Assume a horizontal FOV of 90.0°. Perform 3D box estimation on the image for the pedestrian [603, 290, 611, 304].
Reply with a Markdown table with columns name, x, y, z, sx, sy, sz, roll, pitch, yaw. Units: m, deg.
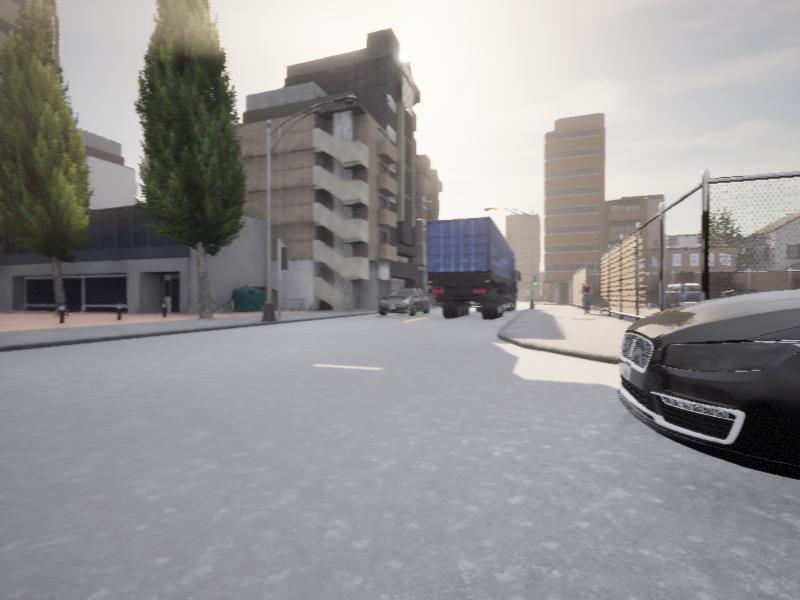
| name | x | y | z | sx | sy | sz | roll | pitch | yaw |
| --- | --- | --- | --- | --- | --- | --- | --- | --- | --- |
| pedestrian | 26.588 | -0.409 | 51.378 | 0.751 | 1.860 | 0.751 | 0 | 0 | 4 |

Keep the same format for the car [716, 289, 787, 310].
| name | x | y | z | sx | sy | sz | roll | pitch | yaw |
| --- | --- | --- | --- | --- | --- | --- | --- | --- | --- |
| car | 26.765 | -0.064 | 30.616 | 3.705 | 1.547 | 1.789 | 0 | 0 | 20 |

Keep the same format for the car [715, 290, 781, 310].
| name | x | y | z | sx | sy | sz | roll | pitch | yaw |
| --- | --- | --- | --- | --- | --- | --- | --- | --- | --- |
| car | 26.605 | 0.007 | 30.844 | 2.033 | 1.415 | 5.357 | 0 | 0 | 20 |

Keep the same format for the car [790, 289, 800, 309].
| name | x | y | z | sx | sy | sz | roll | pitch | yaw |
| --- | --- | --- | --- | --- | --- | --- | --- | --- | --- |
| car | 31.151 | -0.051 | 29.661 | 1.845 | 1.501 | 3.633 | 0 | 0 | 20 |

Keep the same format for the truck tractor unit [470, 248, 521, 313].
| name | x | y | z | sx | sy | sz | roll | pitch | yaw |
| --- | --- | --- | --- | --- | --- | --- | --- | --- | --- |
| truck tractor unit | 7.289 | -1.313 | 29.827 | 3.053 | 4.208 | 6.516 | 0 | 1 | 20 |

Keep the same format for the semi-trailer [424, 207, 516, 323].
| name | x | y | z | sx | sy | sz | roll | pitch | yaw |
| --- | --- | --- | --- | --- | --- | --- | --- | --- | --- |
| semi-trailer | 4.634 | -1.365 | 22.368 | 2.717 | 4.402 | 14.254 | 0 | 0 | 20 |

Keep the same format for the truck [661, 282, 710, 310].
| name | x | y | z | sx | sy | sz | roll | pitch | yaw |
| --- | --- | --- | --- | --- | --- | --- | --- | --- | --- |
| truck | 22.929 | -0.311 | 32.326 | 2.069 | 2.038 | 4.478 | 0 | 0 | 20 |

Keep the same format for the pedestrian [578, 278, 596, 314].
| name | x | y | z | sx | sy | sz | roll | pitch | yaw |
| --- | --- | --- | --- | --- | --- | --- | --- | --- | --- |
| pedestrian | 9.668 | -0.205 | 20.727 | 0.751 | 1.860 | 0.751 | 0 | 0 | 19 |

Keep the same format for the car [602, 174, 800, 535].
| name | x | y | z | sx | sy | sz | roll | pitch | yaw |
| --- | --- | --- | --- | --- | --- | --- | --- | --- | --- |
| car | 3.822 | 0.223 | 1.906 | 4.892 | 1.490 | 1.837 | 0 | 0 | 18 |

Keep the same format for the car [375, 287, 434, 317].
| name | x | y | z | sx | sy | sz | roll | pitch | yaw |
| --- | --- | --- | --- | --- | --- | --- | --- | --- | --- |
| car | 0.380 | 0.087 | 22.425 | 2.007 | 1.525 | 4.514 | 0 | 0 | 19 |

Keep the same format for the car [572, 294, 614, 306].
| name | x | y | z | sx | sy | sz | roll | pitch | yaw |
| --- | --- | --- | --- | --- | --- | --- | --- | --- | --- |
| car | 22.812 | 0.001 | 47.361 | 4.181 | 1.385 | 1.994 | 0 | 0 | 17 |
